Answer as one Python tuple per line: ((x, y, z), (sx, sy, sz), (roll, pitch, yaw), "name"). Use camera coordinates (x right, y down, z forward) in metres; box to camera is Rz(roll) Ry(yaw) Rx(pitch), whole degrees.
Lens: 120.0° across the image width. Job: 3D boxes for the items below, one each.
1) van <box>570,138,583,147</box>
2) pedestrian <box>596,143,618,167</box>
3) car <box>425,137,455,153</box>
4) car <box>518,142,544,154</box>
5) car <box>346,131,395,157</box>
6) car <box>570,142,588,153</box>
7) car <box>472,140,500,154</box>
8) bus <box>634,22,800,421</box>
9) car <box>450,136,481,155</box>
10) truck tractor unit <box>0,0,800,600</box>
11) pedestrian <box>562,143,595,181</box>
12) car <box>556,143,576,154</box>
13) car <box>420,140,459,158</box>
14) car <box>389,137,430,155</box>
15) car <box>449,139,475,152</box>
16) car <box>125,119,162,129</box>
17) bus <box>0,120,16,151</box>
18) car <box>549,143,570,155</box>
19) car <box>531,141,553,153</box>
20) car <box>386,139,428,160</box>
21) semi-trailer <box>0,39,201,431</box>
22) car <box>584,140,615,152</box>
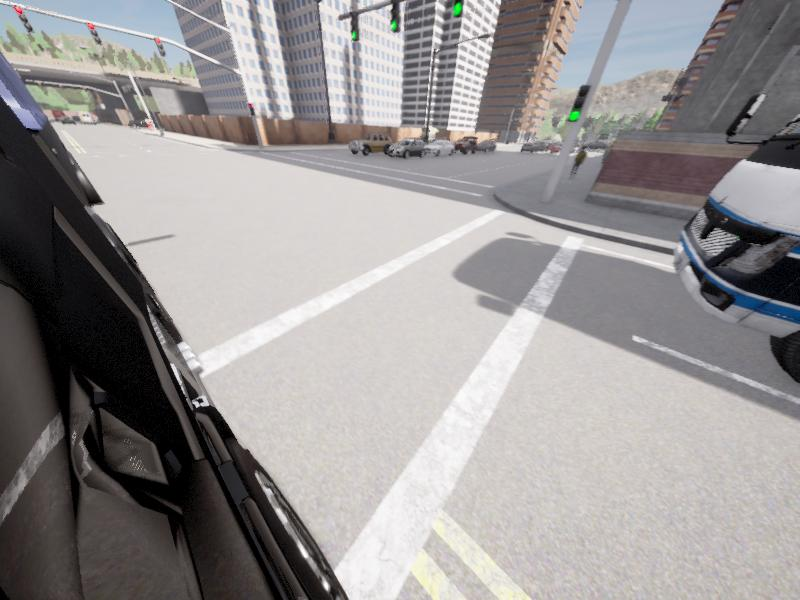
((61.800, -55.204, 80.847), (1.988, 2.561, 5.915), (28, 43, 30), "van")
((19.839, -13.933, 22.168), (0.751, 1.860, 0.751), (30, 44, 32), "pedestrian")
((5.372, -20.765, 30.900), (1.851, 1.617, 3.988), (28, 43, 30), "car")
((21.445, -24.944, 37.807), (2.128, 1.511, 4.902), (28, 43, 30), "car")
((-2.770, -15.454, 22.882), (1.932, 1.855, 4.605), (30, 44, 32), "car")
((39.480, -33.665, 50.913), (2.242, 1.667, 4.611), (28, 43, 30), "car")
((12.529, -22.247, 33.520), (1.837, 1.490, 4.892), (29, 43, 30), "car")
((8.340, 0.214, 0.435), (10.273, 4.253, 3.944), (28, 43, 30), "bus")
((8.387, -19.667, 29.389), (1.905, 1.878, 3.866), (28, 43, 30), "car")
((-2.645, -0.295, 0.351), (6.516, 4.208, 3.053), (28, 44, 30), "truck tractor unit")
((10.642, -8.243, 13.792), (0.751, 1.860, 0.751), (31, 45, 32), "pedestrian")
((30.139, -27.474, 41.893), (1.970, 1.475, 3.806), (28, 43, 30), "car")
((4.432, -16.882, 25.704), (1.812, 1.442, 4.674), (28, 43, 30), "car")
((1.186, -17.948, 26.884), (2.163, 1.488, 4.792), (28, 43, 30), "car")
((9.386, -23.359, 34.818), (1.816, 1.474, 4.193), (28, 43, 30), "car")
((-55.555, -38.165, 50.092), (4.892, 1.490, 1.837), (-13, 39, -21), "car")
((-30.576, -12.577, 14.973), (10.273, 4.253, 3.944), (28, 43, 30), "bus")
((26.389, -25.028, 38.241), (1.789, 1.549, 3.705), (28, 43, 30), "car")
((25.833, -27.886, 42.014), (2.033, 1.649, 4.856), (28, 43, 30), "car")
((0.733, -14.441, 22.099), (1.970, 1.475, 3.806), (29, 43, 30), "car")
((-8.690, -3.605, 4.244), (14.254, 4.402, 2.717), (28, 43, 30), "semi-trailer")
((50.348, -38.878, 58.341), (5.566, 2.045, 2.150), (28, 43, 30), "car")
